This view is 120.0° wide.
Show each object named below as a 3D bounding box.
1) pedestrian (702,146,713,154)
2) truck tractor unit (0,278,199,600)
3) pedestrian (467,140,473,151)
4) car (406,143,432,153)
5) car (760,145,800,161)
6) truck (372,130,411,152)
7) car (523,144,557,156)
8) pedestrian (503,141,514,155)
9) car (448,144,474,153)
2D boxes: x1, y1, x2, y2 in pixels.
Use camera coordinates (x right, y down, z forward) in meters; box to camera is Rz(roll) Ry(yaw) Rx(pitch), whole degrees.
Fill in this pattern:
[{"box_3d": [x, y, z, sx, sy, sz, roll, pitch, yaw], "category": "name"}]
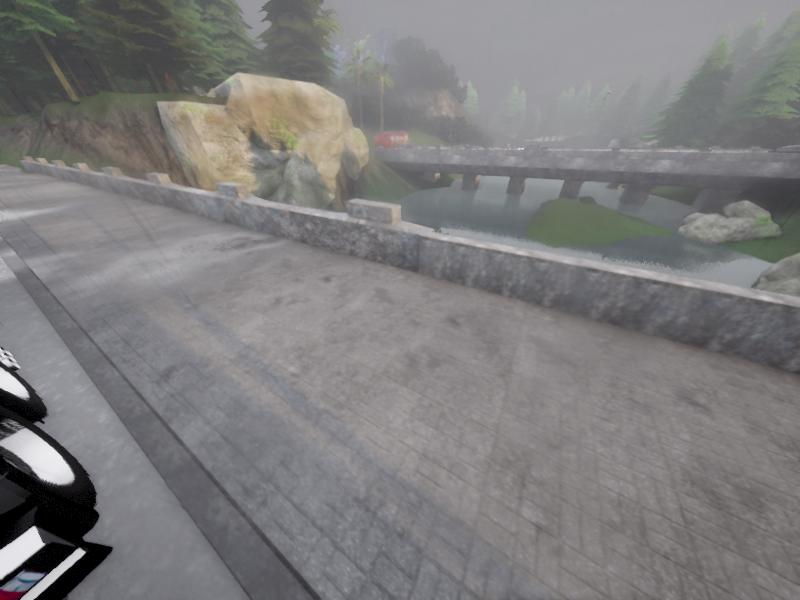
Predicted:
[{"box_3d": [47.325, -23.105, 35.586, 0.500, 1.100, 0.500, 19, 39, 26], "category": "pedestrian"}, {"box_3d": [-5.134, -0.278, 0.742, 6.516, 4.208, 3.053, 17, 39, 23], "category": "truck tractor unit"}, {"box_3d": [15.360, -33.959, 50.778, 0.751, 1.860, 0.751, 17, 38, 23], "category": "pedestrian"}, {"box_3d": [3.894, -31.294, 47.557, 5.008, 1.535, 1.882, 18, 39, 25], "category": "car"}, {"box_3d": [46.851, -17.142, 26.907, 4.892, 1.490, 1.837, 18, 39, 25], "category": "car"}, {"box_3d": [-2.000, -36.775, 53.478, 8.468, 3.827, 2.891, 19, 39, 25], "category": "truck"}, {"box_3d": [23.156, -24.957, 38.302, 4.514, 1.525, 2.007, 18, 39, 24], "category": "car"}, {"box_3d": [17.092, -23.962, 36.409, 0.751, 1.860, 0.751, -23, 41, -29], "category": "pedestrian"}, {"box_3d": [12.416, -31.090, 47.273, 4.674, 1.442, 1.812, 18, 39, 25], "category": "car"}]
